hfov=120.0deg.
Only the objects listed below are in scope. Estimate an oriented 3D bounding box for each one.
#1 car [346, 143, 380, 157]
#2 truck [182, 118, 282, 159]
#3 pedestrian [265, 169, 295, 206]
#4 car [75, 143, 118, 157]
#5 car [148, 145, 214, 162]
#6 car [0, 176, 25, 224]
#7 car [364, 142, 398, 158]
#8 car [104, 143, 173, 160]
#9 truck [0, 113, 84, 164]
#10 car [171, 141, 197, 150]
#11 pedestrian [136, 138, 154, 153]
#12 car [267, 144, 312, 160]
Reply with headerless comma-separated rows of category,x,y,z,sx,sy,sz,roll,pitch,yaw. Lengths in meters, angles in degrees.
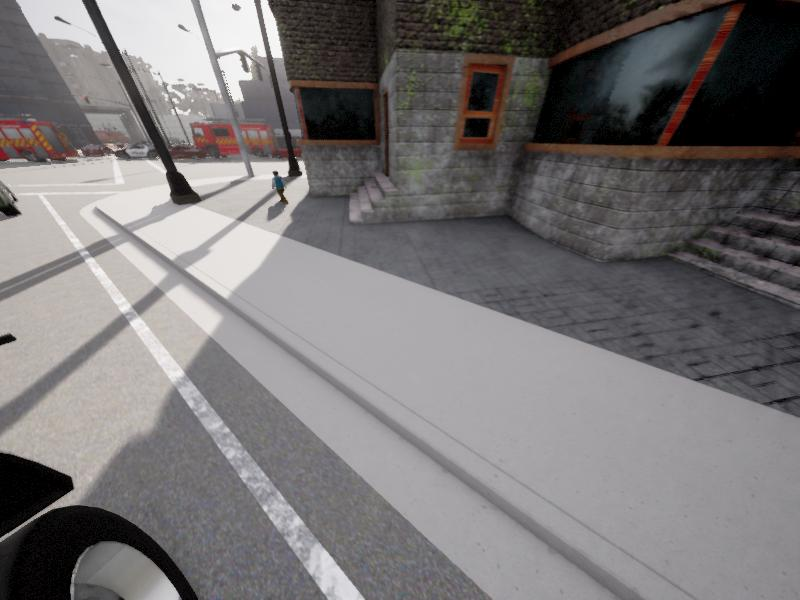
car,-4.913,-19.884,30.537,4.181,1.385,1.994,-6,36,-8
truck,-19.631,-19.345,27.816,8.468,3.827,2.891,-6,36,-8
pedestrian,-4.280,-4.020,8.253,0.500,1.100,0.500,23,41,29
car,-40.343,-20.055,30.882,1.994,1.385,4.181,-18,39,-23
car,-23.429,-15.876,24.973,4.674,1.442,1.812,-7,36,-10
car,-15.052,-3.863,7.504,5.566,2.045,2.150,23,41,28
car,-2.275,-18.169,27.959,3.806,1.475,1.970,-7,36,-7
car,-30.416,-17.425,27.075,4.974,1.542,2.038,-4,35,-5
truck,-38.261,-15.461,22.260,8.468,3.827,2.891,-6,36,-8
car,-44.056,-31.697,47.276,1.816,1.474,4.193,-5,36,-8
pedestrian,-37.094,-22.475,33.607,0.751,1.860,0.751,-3,35,-5
car,-12.563,-17.040,26.575,4.193,1.474,1.816,-6,36,-8
